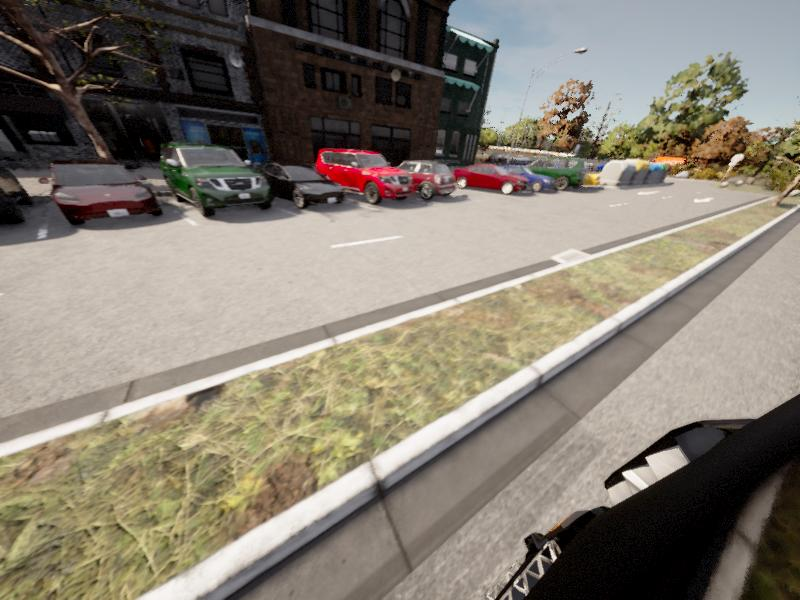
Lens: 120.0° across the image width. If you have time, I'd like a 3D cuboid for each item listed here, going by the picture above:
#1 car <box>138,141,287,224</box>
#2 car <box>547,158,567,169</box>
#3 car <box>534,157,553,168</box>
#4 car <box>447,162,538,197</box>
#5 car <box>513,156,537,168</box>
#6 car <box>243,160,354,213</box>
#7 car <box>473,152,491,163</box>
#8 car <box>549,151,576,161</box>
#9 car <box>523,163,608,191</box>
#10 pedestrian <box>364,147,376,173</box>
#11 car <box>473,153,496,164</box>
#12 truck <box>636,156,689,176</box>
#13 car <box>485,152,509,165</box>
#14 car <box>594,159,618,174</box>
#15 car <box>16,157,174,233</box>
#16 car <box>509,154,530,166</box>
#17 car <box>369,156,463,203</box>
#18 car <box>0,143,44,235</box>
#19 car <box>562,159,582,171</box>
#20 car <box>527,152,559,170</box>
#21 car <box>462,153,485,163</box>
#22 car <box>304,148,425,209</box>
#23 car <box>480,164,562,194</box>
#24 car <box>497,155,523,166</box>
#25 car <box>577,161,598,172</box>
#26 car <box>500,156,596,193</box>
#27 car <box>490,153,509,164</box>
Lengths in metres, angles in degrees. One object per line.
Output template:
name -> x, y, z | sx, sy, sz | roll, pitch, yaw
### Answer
car -> -7.067, -4.635, 8.659 | 5.566, 2.045, 2.435 | 26, 39, 32
car -> 32.885, -28.489, 48.331 | 2.185, 1.767, 4.553 | 28, 38, 31
car -> 31.403, -29.987, 50.504 | 2.185, 1.767, 4.553 | 28, 39, 31
car -> 5.932, -8.125, 15.350 | 5.008, 1.535, 2.097 | 26, 39, 32
car -> 20.371, -22.394, 37.539 | 2.002, 1.452, 4.674 | 27, 40, 32
car -> -4.475, -5.138, 10.119 | 4.792, 1.488, 2.163 | 26, 39, 32
car -> 22.528, -39.053, 63.434 | 2.435, 2.045, 5.566 | 28, 39, 31
car -> 37.140, -33.061, 53.023 | 2.007, 1.525, 4.514 | -14, 41, -26
car -> 13.656, -10.432, 19.358 | 5.366, 1.575, 1.946 | 26, 40, 32
pedestrian -> -2.604, -12.148, 20.093 | 0.751, 1.860, 0.751 | -17, 38, -30
car -> 16.159, -26.900, 44.022 | 1.946, 1.575, 5.366 | 27, 39, 32
truck -> 45.787, -23.565, 40.465 | 2.627, 2.467, 5.204 | -14, 38, -26
car -> 17.472, -25.453, 41.684 | 2.185, 1.767, 4.553 | 27, 40, 32
car -> 37.303, -24.107, 41.749 | 2.435, 2.045, 5.566 | 27, 38, 32
car -> -9.678, -3.657, 7.496 | 4.792, 1.488, 2.163 | 26, 39, 32
car -> 28.433, -33.064, 54.742 | 2.435, 2.045, 5.566 | 28, 38, 31
car -> 0.735, -6.741, 12.645 | 4.553, 1.767, 2.185 | 26, 40, 32
car -> -12.320, -3.170, 6.058 | 5.566, 2.045, 2.435 | 26, 40, 32
car -> 34.314, -26.972, 46.119 | 2.185, 1.767, 4.553 | 27, 38, 32
car -> 21.818, -21.160, 35.232 | 2.435, 2.045, 5.566 | 27, 40, 32
car -> 14.603, -28.286, 46.022 | 2.231, 1.521, 4.892 | 27, 40, 32
car -> -1.861, -6.115, 11.280 | 5.566, 2.045, 2.435 | 26, 39, 32
car -> 8.557, -8.832, 16.679 | 4.674, 1.452, 2.002 | 26, 39, 32
car -> 18.926, -23.891, 39.642 | 2.231, 1.521, 4.892 | 27, 39, 32
car -> 35.806, -25.379, 44.036 | 2.231, 1.521, 4.892 | 28, 38, 31
car -> 11.158, -9.828, 17.834 | 5.566, 2.045, 2.435 | 26, 40, 32
car -> 25.522, -36.080, 59.128 | 2.435, 2.045, 5.566 | 27, 38, 31
